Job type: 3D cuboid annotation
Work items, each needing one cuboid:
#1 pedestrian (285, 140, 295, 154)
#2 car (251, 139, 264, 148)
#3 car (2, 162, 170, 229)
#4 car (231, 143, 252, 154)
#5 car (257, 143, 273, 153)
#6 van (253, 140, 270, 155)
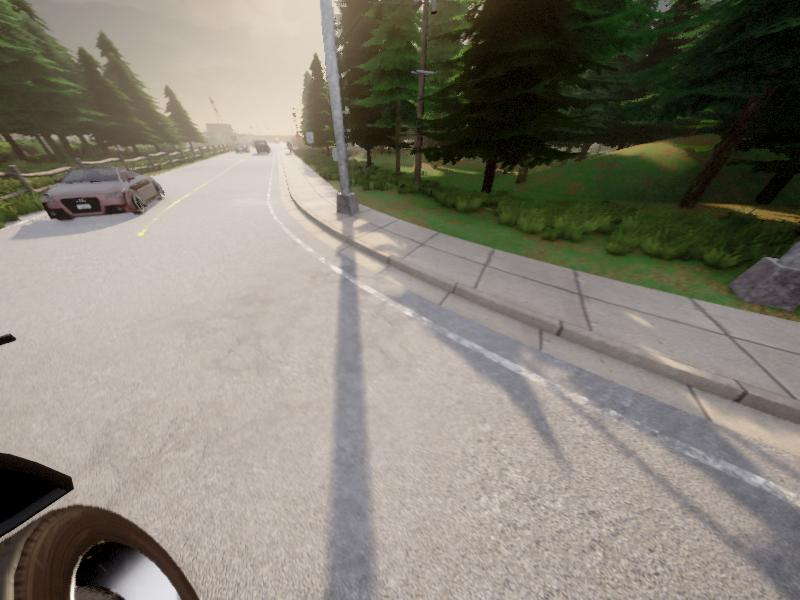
[{"bbox_3d":[-17.291,-24.038,36.365,0.751,1.860,0.751,3,35,3],"label":"pedestrian"},{"bbox_3d":[-39.484,-43.507,64.151,2.150,2.045,5.566,-12,37,-18],"label":"car"},{"bbox_3d":[-10.450,-3.977,8.301,1.994,1.385,4.181,-16,38,-23],"label":"car"},{"bbox_3d":[-27.812,-26.723,40.636,2.128,1.511,4.902,-13,37,-19],"label":"car"},{"bbox_3d":[-25.553,-28.877,43.808,1.837,1.490,4.892,-12,37,-17],"label":"car"},{"bbox_3d":[-23.210,-25.771,38.941,1.775,1.987,4.442,-13,37,-19],"label":"van"}]
